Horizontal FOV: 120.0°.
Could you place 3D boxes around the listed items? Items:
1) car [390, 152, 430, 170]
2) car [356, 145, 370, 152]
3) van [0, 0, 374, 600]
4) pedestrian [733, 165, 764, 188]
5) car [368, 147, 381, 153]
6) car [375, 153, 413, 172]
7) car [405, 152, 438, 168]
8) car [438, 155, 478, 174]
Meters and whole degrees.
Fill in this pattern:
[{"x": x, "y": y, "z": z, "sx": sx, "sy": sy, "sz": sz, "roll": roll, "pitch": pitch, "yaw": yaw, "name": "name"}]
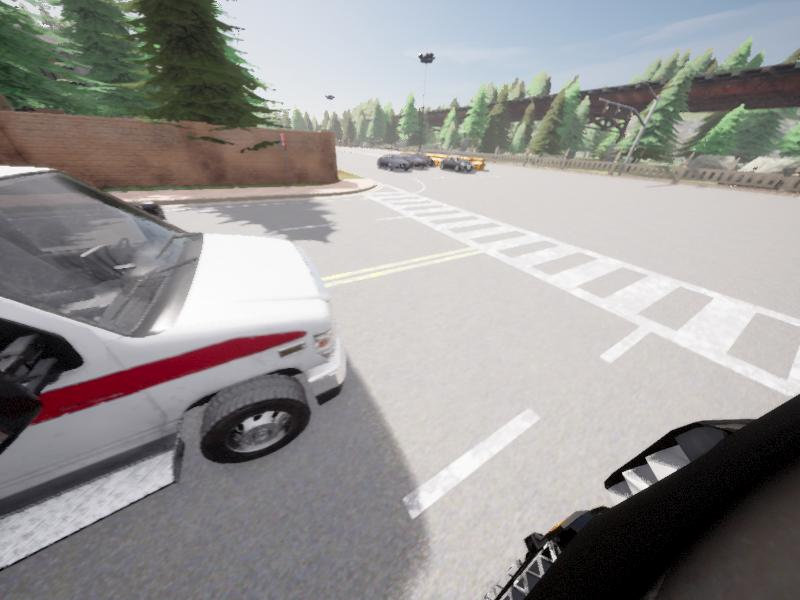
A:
[{"x": 1.032, "y": -16.098, "z": 26.703, "sx": 2.033, "sy": 1.411, "sz": 5.357, "roll": -16, "pitch": 38, "yaw": -26, "name": "car"}, {"x": -10.623, "y": -43.594, "z": 66.588, "sx": 2.128, "sy": 1.511, "sz": 4.902, "roll": -16, "pitch": 39, "yaw": -27, "name": "car"}, {"x": -3.521, "y": 0.415, "z": 0.833, "sx": 6.366, "sy": 2.431, "sz": 2.351, "roll": -16, "pitch": 38, "yaw": -26, "name": "van"}, {"x": 34.052, "y": -12.043, "z": 22.580, "sx": 0.751, "sy": 1.860, "sz": 0.751, "roll": -15, "pitch": 38, "yaw": -25, "name": "pedestrian"}, {"x": -7.594, "y": -44.367, "z": 68.174, "sx": 1.895, "sy": 1.301, "sz": 4.718, "roll": -16, "pitch": 38, "yaw": -26, "name": "car"}, {"x": -0.711, "y": -13.926, "z": 23.353, "sx": 1.994, "sy": 1.385, "sz": 4.181, "roll": -16, "pitch": 38, "yaw": -26, "name": "car"}, {"x": 2.696, "y": -18.099, "z": 29.838, "sx": 1.994, "sy": 1.385, "sz": 4.181, "roll": -17, "pitch": 39, "yaw": -28, "name": "car"}, {"x": 6.209, "y": -14.823, "z": 25.147, "sx": 1.970, "sy": 1.475, "sz": 3.806, "roll": -16, "pitch": 38, "yaw": -25, "name": "car"}]
